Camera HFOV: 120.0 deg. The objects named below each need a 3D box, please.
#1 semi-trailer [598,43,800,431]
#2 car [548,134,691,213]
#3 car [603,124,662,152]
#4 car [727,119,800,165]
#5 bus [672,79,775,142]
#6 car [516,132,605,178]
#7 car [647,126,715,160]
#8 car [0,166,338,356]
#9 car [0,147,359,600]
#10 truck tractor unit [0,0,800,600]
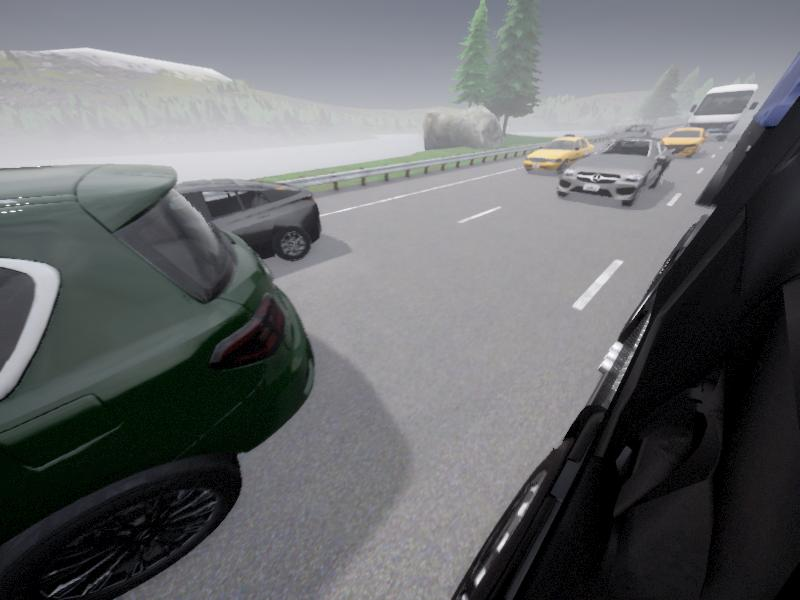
[{"bbox_3d":[8.697,-3.589,4.255,14.254,4.402,2.717,-28,44,-30],"label":"semi-trailer"},{"bbox_3d":[7.691,-4.652,8.064,5.027,1.651,2.152,-28,44,-30],"label":"car"},{"bbox_3d":[19.726,-13.816,19.600,4.611,1.667,2.242,-28,44,-30],"label":"car"},{"bbox_3d":[20.685,-8.889,12.864,4.553,1.767,2.097,-28,44,-30],"label":"car"},{"bbox_3d":[33.053,-19.106,23.788,10.273,4.253,3.944,-28,44,-31],"label":"bus"},{"bbox_3d":[8.661,-7.896,12.375,5.366,1.575,1.801,-28,44,-30],"label":"car"},{"bbox_3d":[18.509,-10.370,15.177,5.008,1.535,1.882,-28,44,-30],"label":"car"},{"bbox_3d":[-3.788,-1.253,4.235,4.514,1.525,2.007,-28,44,-30],"label":"car"},{"bbox_3d":[-3.233,0.980,0.781,5.566,2.045,2.150,-29,44,-30],"label":"car"},{"bbox_3d":[2.645,-0.295,0.351,6.516,4.208,3.053,-28,44,-30],"label":"truck tractor unit"}]
